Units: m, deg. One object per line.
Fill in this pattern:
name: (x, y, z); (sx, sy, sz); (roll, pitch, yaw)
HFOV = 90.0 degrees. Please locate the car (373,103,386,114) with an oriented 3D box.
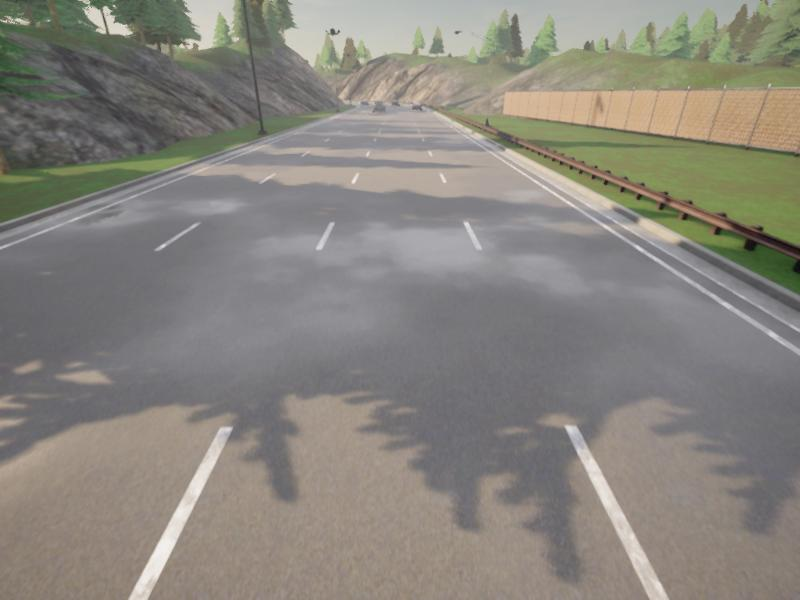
car: (-3.636, -34.494, 71.898); (2.152, 1.651, 5.027); (0, 27, 0)
